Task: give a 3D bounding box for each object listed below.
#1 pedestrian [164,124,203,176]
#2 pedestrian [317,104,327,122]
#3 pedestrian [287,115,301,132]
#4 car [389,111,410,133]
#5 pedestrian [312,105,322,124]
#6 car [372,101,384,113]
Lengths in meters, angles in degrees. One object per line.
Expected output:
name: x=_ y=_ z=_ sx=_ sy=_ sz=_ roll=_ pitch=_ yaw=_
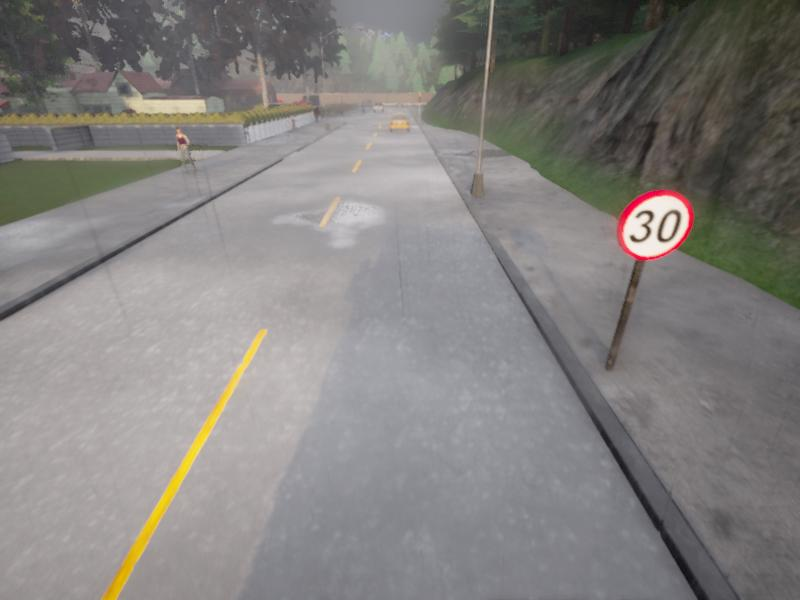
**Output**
pedestrian: x=-8.673 y=-6.023 z=16.098 sx=0.751 sy=1.860 sz=0.751 roll=1 pitch=27 yaw=2
pedestrian: x=-9.103 y=-21.818 z=46.755 sx=0.751 sy=1.860 sz=0.751 roll=-16 pitch=31 yaw=-28
pedestrian: x=-9.219 y=-15.359 z=34.844 sx=0.751 sy=1.300 sz=0.751 roll=5 pitch=28 yaw=10
car: x=-0.024 y=-16.323 z=36.586 sx=1.801 sy=1.575 sz=5.366 roll=0 pitch=27 yaw=0
pedestrian: x=-9.232 y=-20.577 z=44.346 sx=0.751 sy=1.860 sz=0.751 roll=1 pitch=27 yaw=3
car: x=-4.037 y=-36.399 z=75.294 sx=1.932 sy=1.855 sz=4.605 roll=0 pitch=27 yaw=0
